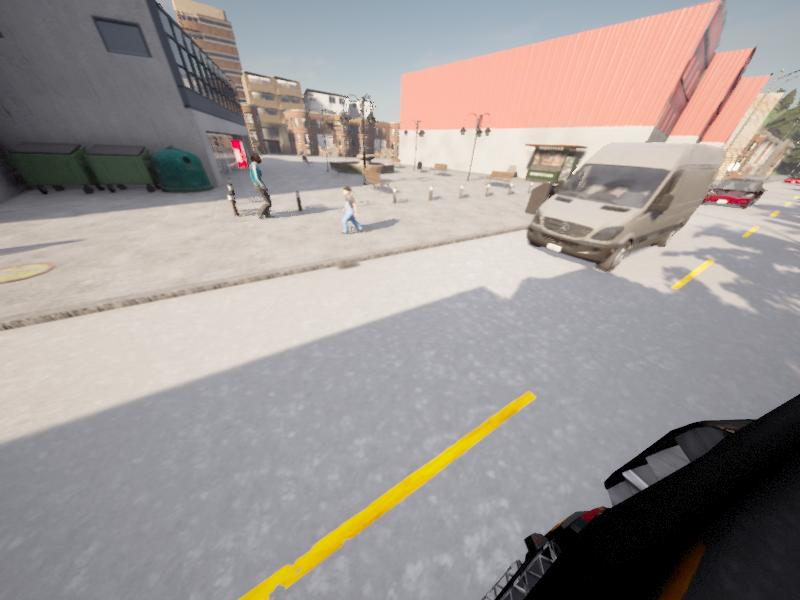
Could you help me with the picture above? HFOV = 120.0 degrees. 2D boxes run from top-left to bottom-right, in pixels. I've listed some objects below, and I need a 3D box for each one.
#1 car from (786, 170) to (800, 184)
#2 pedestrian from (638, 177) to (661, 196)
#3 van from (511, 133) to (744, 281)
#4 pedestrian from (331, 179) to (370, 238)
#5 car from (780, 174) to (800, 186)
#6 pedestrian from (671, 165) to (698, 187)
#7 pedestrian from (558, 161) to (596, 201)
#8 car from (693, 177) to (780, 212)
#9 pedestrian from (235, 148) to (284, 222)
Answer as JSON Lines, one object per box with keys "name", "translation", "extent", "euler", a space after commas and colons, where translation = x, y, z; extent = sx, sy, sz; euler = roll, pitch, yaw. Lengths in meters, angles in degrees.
{"name": "car", "translation": [76.776, -23.483, 44.099], "extent": [5.566, 2.045, 2.150], "euler": [-17, 38, -27]}
{"name": "pedestrian", "translation": [17.092, -7.765, 15.835], "extent": [0.500, 1.100, 0.500], "euler": [-14, 37, -24]}
{"name": "van", "translation": [6.136, -2.707, 6.254], "extent": [5.915, 2.561, 1.988], "euler": [-17, 38, -27]}
{"name": "pedestrian", "translation": [-1.290, -2.441, 6.151], "extent": [0.751, 1.300, 0.751], "euler": [-12, 36, -22]}
{"name": "car", "translation": [66.661, -20.221, 38.897], "extent": [4.514, 1.525, 2.007], "euler": [-17, 38, -27]}
{"name": "pedestrian", "translation": [28.385, -12.440, 23.104], "extent": [0.751, 1.860, 0.751], "euler": [-11, 36, -20]}
{"name": "pedestrian", "translation": [9.575, -6.440, 12.549], "extent": [0.751, 1.860, 0.751], "euler": [-16, 38, -26]}
{"name": "car", "translation": [21.233, -6.803, 14.598], "extent": [4.792, 1.488, 2.163], "euler": [-17, 38, -27]}
{"name": "pedestrian", "translation": [-4.140, -3.391, 6.882], "extent": [0.751, 1.860, 0.751], "euler": [-16, 38, -26]}
